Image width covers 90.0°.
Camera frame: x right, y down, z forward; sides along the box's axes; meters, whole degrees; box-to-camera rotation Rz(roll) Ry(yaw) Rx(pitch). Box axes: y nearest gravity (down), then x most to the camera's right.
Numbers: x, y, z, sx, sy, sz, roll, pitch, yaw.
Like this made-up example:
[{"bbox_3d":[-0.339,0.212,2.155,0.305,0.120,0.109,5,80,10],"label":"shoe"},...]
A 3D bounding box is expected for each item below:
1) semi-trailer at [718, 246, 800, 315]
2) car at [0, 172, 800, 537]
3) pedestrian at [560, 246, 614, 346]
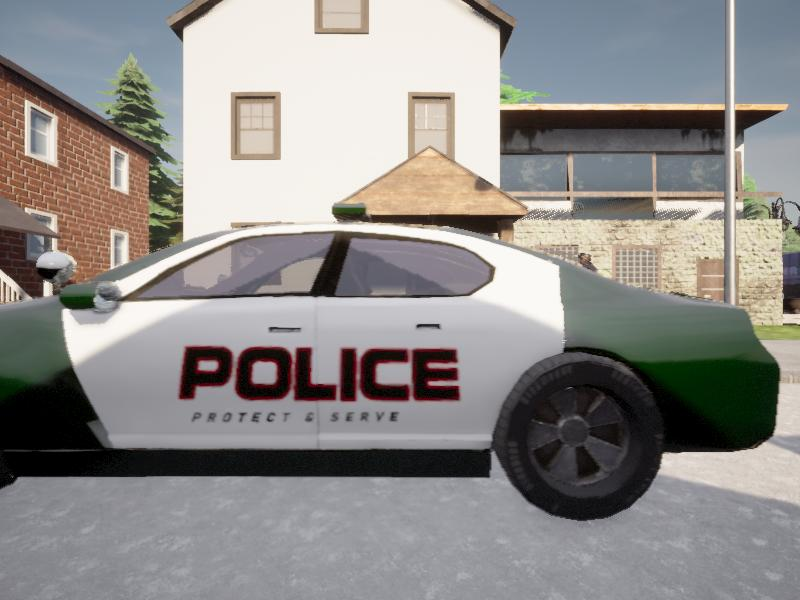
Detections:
[{"bbox_3d":[26.915,-1.218,24.892,2.717,4.402,14.254,0,0,-1],"label":"semi-trailer"},{"bbox_3d":[-0.708,0.229,2.724,4.974,1.542,2.038,0,0,0],"label":"car"},{"bbox_3d":[3.640,-0.067,7.851,0.751,1.860,0.751,0,0,6],"label":"pedestrian"}]
